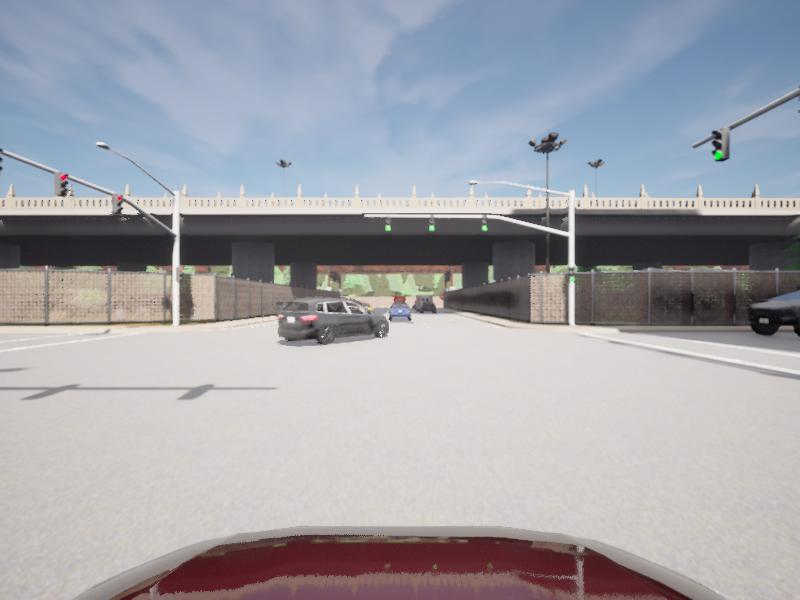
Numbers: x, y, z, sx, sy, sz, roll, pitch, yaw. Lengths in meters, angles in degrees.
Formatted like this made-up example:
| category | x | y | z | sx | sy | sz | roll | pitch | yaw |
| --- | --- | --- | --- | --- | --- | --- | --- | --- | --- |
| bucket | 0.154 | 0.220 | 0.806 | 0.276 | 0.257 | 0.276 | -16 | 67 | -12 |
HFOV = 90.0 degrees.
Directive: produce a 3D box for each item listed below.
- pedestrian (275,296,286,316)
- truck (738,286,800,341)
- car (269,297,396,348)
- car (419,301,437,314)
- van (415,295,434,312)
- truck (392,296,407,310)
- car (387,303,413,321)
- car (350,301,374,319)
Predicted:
| category | x | y | z | sx | sy | sz | roll | pitch | yaw |
| --- | --- | --- | --- | --- | --- | --- | --- | --- | --- |
| pedestrian | -10.983 | 0.546 | 36.643 | 0.751 | 1.860 | 0.751 | 0 | 0 | 4 |
| truck | 18.191 | 0.514 | 16.591 | 6.274 | 2.098 | 2.390 | 0 | 0 | 0 |
| car | -2.476 | 0.752 | 15.726 | 2.242 | 1.667 | 4.611 | 1 | 0 | 38 |
| car | 3.461 | 0.926 | 49.794 | 1.837 | 1.490 | 4.892 | 0 | 0 | 0 |
| van | 3.456 | 0.475 | 58.285 | 2.351 | 2.431 | 6.366 | 0 | 0 | 0 |
| truck | -0.059 | 0.477 | 73.922 | 2.627 | 2.467 | 5.204 | 0 | 0 | 0 |
| car | -0.007 | 0.951 | 33.899 | 2.033 | 1.411 | 5.357 | 0 | 0 | 0 |
| car | -3.531 | 0.865 | 38.048 | 1.801 | 1.575 | 5.366 | 0 | 0 | 0 |
